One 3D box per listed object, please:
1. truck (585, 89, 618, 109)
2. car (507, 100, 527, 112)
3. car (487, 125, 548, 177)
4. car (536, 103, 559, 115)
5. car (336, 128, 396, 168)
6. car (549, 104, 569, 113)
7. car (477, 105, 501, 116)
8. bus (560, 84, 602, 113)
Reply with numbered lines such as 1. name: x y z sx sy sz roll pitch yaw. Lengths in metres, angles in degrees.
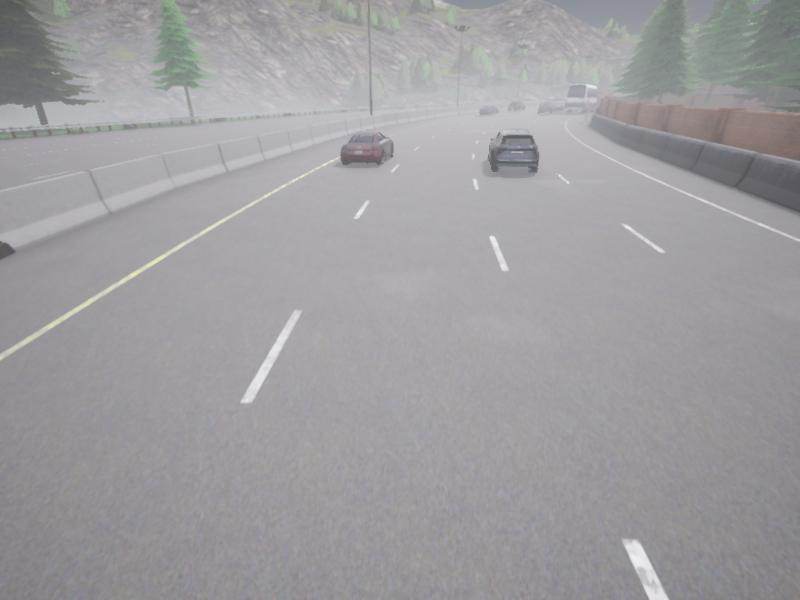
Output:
1. truck: 44.627 -44.575 88.565 8.468 3.827 2.891 -25 36 -39
2. car: 21.318 -35.333 72.861 1.932 1.855 4.605 17 30 30
3. car: 5.112 -6.897 18.142 2.033 1.649 4.856 4 27 9
4. car: 23.853 -30.930 64.621 2.152 1.651 5.027 15 31 26
5. car: -1.550 -7.667 19.941 1.994 1.385 4.181 4 28 8
6. car: 28.256 -34.082 71.066 1.895 1.301 4.718 17 32 30
7. car: 13.713 -29.102 61.366 2.033 1.411 5.357 13 30 24
8. bus: 31.302 -34.724 69.068 3.944 4.253 10.273 16 31 30
